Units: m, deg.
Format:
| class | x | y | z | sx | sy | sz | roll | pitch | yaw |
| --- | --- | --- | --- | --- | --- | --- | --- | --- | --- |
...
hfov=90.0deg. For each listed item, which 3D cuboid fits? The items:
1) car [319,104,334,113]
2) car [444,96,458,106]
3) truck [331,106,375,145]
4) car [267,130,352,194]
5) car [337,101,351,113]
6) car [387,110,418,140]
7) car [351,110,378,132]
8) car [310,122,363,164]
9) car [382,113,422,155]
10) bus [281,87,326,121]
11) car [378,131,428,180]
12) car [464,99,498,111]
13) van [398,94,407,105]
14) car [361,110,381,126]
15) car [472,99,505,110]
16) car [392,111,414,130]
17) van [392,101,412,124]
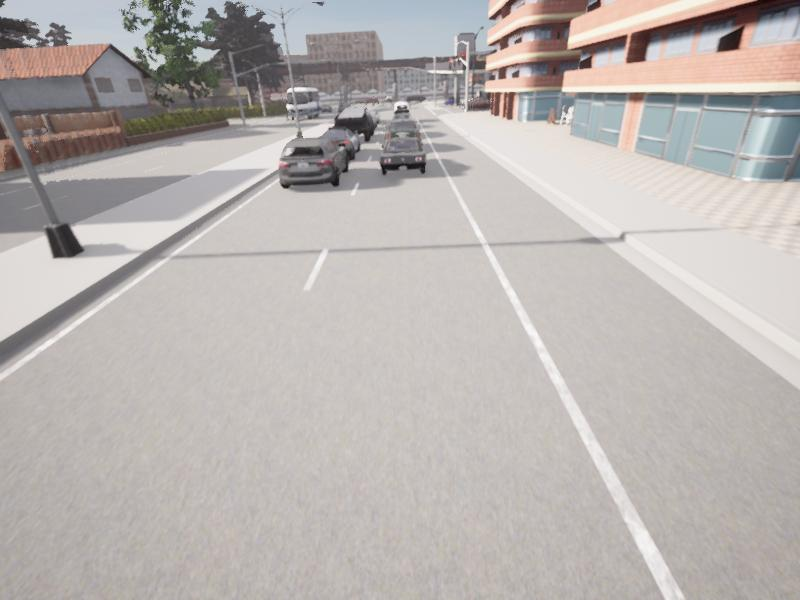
| class | x | y | z | sx | sy | sz | roll | pitch | yaw |
| --- | --- | --- | --- | --- | --- | --- | --- | --- | --- |
| car | -14.463 | -37.678 | 78.844 | 1.994 | 1.385 | 4.181 | -2 | 28 | 2 |
| car | 10.226 | -40.186 | 80.654 | 2.242 | 1.667 | 4.611 | -2 | 28 | 2 |
| truck | -3.304 | -13.068 | 29.747 | 2.390 | 2.098 | 6.274 | -2 | 28 | 2 |
| car | -3.382 | -5.686 | 16.051 | 2.242 | 1.667 | 4.611 | -2 | 28 | 1 |
| car | -10.975 | -38.039 | 78.763 | 2.097 | 1.767 | 4.553 | -2 | 28 | 2 |
| car | 0.207 | -13.495 | 30.734 | 2.152 | 1.651 | 5.027 | -2 | 28 | 2 |
| car | -3.239 | -16.883 | 37.674 | 2.038 | 1.542 | 4.974 | -2 | 27 | 1 |
| car | -3.341 | -8.771 | 22.119 | 2.038 | 1.542 | 4.974 | -2 | 27 | 1 |
| car | 0.160 | -9.869 | 23.594 | 2.097 | 1.767 | 4.553 | -2 | 28 | 2 |
| bus | -14.515 | -30.221 | 61.433 | 3.944 | 4.253 | 10.273 | -2 | 28 | 2 |
| car | 0.133 | -6.459 | 17.592 | 1.895 | 1.301 | 4.718 | -2 | 28 | 1 |
| car | 11.979 | -29.075 | 59.657 | 4.674 | 1.442 | 1.812 | -3 | 27 | 1 |
| van | 0.665 | -52.127 | 103.942 | 2.351 | 2.431 | 6.366 | -2 | 28 | 2 |
| car | -3.190 | -20.459 | 44.789 | 1.895 | 1.301 | 4.718 | -2 | 28 | 2 |
| car | 13.840 | -30.761 | 62.797 | 4.718 | 1.301 | 1.895 | -3 | 27 | 1 |
| car | 0.263 | -17.090 | 37.981 | 1.895 | 1.301 | 4.718 | -2 | 28 | 2 |
| van | 0.244 | -20.977 | 44.636 | 2.069 | 2.038 | 4.480 | -2 | 28 | 2 |
